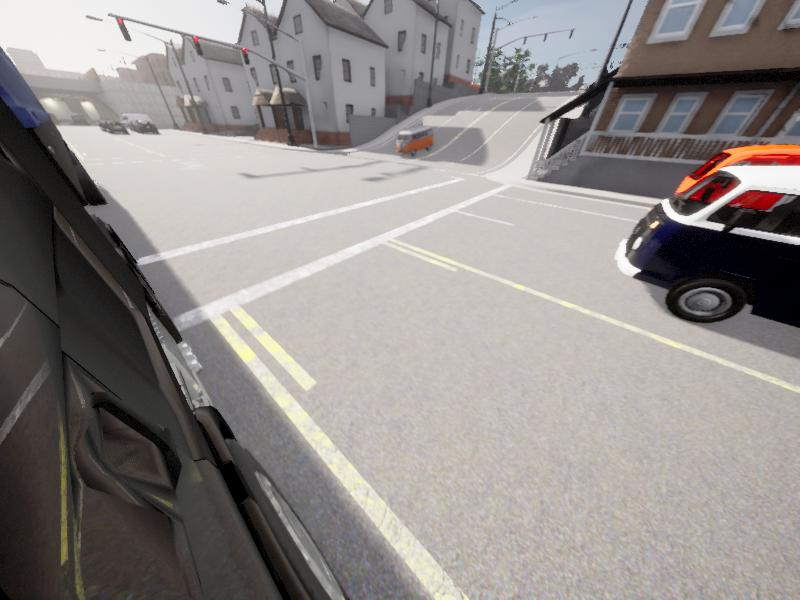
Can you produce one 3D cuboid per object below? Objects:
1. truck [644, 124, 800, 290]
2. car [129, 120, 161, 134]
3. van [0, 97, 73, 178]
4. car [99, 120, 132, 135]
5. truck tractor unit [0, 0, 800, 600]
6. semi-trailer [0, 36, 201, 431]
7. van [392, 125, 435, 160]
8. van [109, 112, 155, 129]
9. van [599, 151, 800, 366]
[{"bbox_3d":[8.754,-1.619,4.307,5.204,2.467,2.627,29,44,31],"label":"truck"},{"bbox_3d":[-39.705,-26.970,35.998,4.611,1.667,2.242,28,44,30],"label":"car"},{"bbox_3d":[-17.520,-7.447,10.440,5.915,2.561,1.988,28,43,30],"label":"van"},{"bbox_3d":[-40.729,-24.733,33.050,4.514,1.525,2.007,28,43,30],"label":"car"},{"bbox_3d":[-2.645,-0.295,0.351,6.516,4.208,3.053,28,44,30],"label":"truck tractor unit"},{"bbox_3d":[-8.667,-3.617,4.271,14.254,4.402,2.717,28,44,30],"label":"semi-trailer"},{"bbox_3d":[1.404,-15.218,22.220,1.775,1.987,4.442,27,52,29],"label":"van"},{"bbox_3d":[-57.953,-38.931,50.226,5.915,2.561,1.988,-26,46,-33],"label":"van"},{"bbox_3d":[5.774,-0.390,2.831,4.480,2.038,2.069,28,43,30],"label":"van"}]
